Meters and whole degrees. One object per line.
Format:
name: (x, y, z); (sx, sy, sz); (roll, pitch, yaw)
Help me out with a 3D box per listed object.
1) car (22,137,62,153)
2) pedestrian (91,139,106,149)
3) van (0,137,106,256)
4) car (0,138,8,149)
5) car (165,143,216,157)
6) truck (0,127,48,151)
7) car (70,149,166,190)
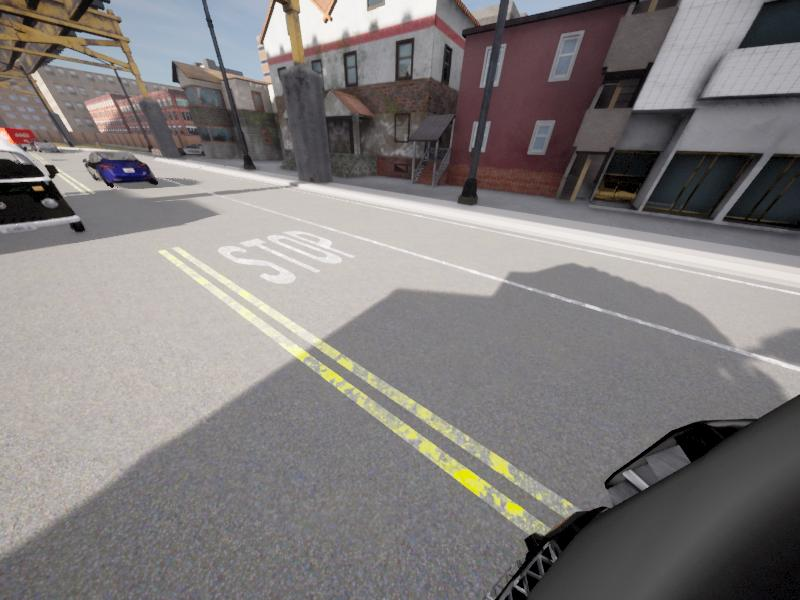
car: (-45.571, -19.722, 29.437); (3.633, 1.501, 1.845); (19, 37, 24)
pedestrian: (-49.184, -25.365, 37.674); (0.751, 1.300, 0.751); (0, 33, -4)
van: (-9.820, -2.734, 5.617); (4.480, 2.038, 2.069); (23, 38, 28)
car: (-59.155, -22.261, 32.471); (3.806, 1.475, 1.970); (2, 33, -1)
car: (-30.289, -21.834, 33.682); (4.974, 1.542, 2.038); (-12, 36, -21)
truck: (-52.120, -21.708, 31.144); (5.204, 2.467, 2.627); (10, 34, 12)
car: (-15.213, -7.145, 12.466); (4.792, 1.488, 2.163); (23, 38, 28)
